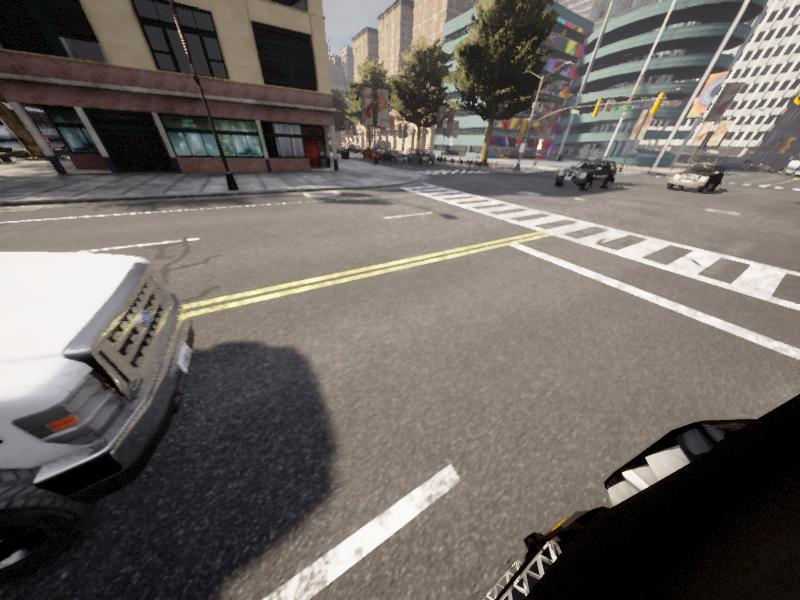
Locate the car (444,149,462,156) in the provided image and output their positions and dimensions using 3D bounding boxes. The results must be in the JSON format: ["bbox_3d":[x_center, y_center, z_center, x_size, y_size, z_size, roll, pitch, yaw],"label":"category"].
[{"bbox_3d":[15.069,-42.140,65.995,2.161,1.482,4.786,-16,38,-26],"label":"car"}]

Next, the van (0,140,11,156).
[{"bbox_3d":[-36.628,-13.219,19.315,2.069,2.038,4.480,-16,38,-26],"label":"van"}]

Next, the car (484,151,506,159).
[{"bbox_3d":[24.449,-37.457,59.561,2.128,1.511,4.902,-16,38,-26],"label":"car"}]

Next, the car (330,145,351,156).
[{"bbox_3d":[-12.144,-30.589,47.214,1.837,1.490,4.892,-25,43,-35],"label":"car"}]

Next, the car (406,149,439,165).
[{"bbox_3d":[2.976,-19.864,32.081,2.242,1.667,4.611,-16,38,-25],"label":"car"}]

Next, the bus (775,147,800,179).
[{"bbox_3d":[68.507,-22.708,38.230,10.273,4.253,3.944,-28,45,-36],"label":"bus"}]

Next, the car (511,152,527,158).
[{"bbox_3d":[40.838,-50.032,79.407,2.007,1.523,4.514,-16,38,-26],"label":"car"}]

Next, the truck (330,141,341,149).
[{"bbox_3d":[-25.651,-61.439,91.350,2.627,2.467,5.204,-16,38,-26],"label":"truck"}]

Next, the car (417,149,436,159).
[{"bbox_3d":[5.431,-30.159,47.680,1.845,1.501,3.633,-16,38,-26],"label":"car"}]

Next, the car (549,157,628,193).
[{"bbox_3d":[12.909,-8.655,15.860,4.605,1.855,1.932,-16,38,-25],"label":"car"}]

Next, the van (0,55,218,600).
[{"bbox_3d":[-4.633,0.726,0.287,6.366,2.431,2.351,-16,38,-25],"label":"van"}]

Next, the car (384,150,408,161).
[{"bbox_3d":[-0.663,-23.342,37.291,1.994,1.385,4.181,-16,38,-26],"label":"car"}]

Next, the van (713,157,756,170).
[{"bbox_3d":[82.879,-33.977,57.403,1.988,2.561,5.915,5,34,4],"label":"van"}]

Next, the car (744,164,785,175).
[{"bbox_3d":[76.166,-27.446,48.371,2.152,1.651,5.027,16,36,19],"label":"car"}]

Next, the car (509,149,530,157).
[{"bbox_3d":[40.881,-50.328,79.147,2.435,2.045,5.566,-16,38,-26],"label":"car"}]

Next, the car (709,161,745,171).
[{"bbox_3d":[78.969,-32.381,55.892,2.152,1.651,5.027,7,34,7],"label":"car"}]

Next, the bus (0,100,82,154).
[{"bbox_3d":[-41.065,-18.429,24.795,3.944,4.253,10.273,-16,38,-26],"label":"bus"}]

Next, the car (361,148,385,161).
[{"bbox_3d":[-4.327,-23.155,36.635,2.007,1.525,4.514,-16,38,-26],"label":"car"}]

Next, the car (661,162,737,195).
[{"bbox_3d":[22.046,-9.060,17.052,4.605,1.855,1.932,-16,38,-25],"label":"car"}]

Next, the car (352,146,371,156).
[{"bbox_3d":[-7.991,-30.679,47.607,2.128,1.511,4.902,-16,38,-26],"label":"car"}]

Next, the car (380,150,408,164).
[{"bbox_3d":[-0.957,-19.823,31.970,1.812,1.442,4.674,-16,38,-26],"label":"car"}]
